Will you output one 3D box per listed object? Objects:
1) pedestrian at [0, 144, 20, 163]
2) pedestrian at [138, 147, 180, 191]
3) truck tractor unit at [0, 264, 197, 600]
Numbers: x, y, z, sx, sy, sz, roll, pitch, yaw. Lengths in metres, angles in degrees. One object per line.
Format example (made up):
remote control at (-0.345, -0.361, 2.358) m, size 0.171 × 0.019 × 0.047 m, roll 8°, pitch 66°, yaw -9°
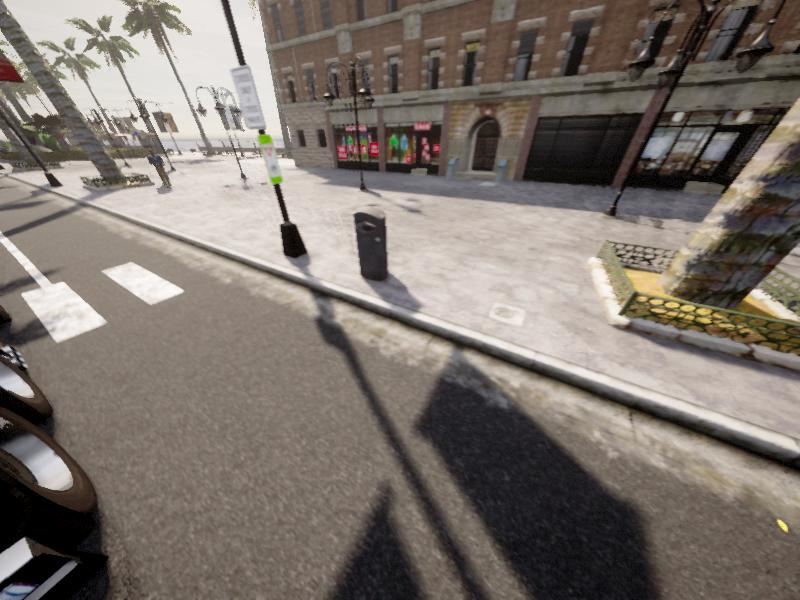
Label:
pedestrian at (-47.328, -17.583, 27.758) m, size 0.751 × 1.860 × 0.751 m, roll 13°, pitch 37°, yaw 19°
pedestrian at (-12.289, -6.717, 11.828) m, size 0.751 × 1.860 × 0.751 m, roll 29°, pitch 44°, yaw 35°
truck tractor unit at (-5.118, -0.291, 0.790) m, size 6.516 × 4.208 × 3.053 m, roll 18°, pitch 39°, yaw 24°
